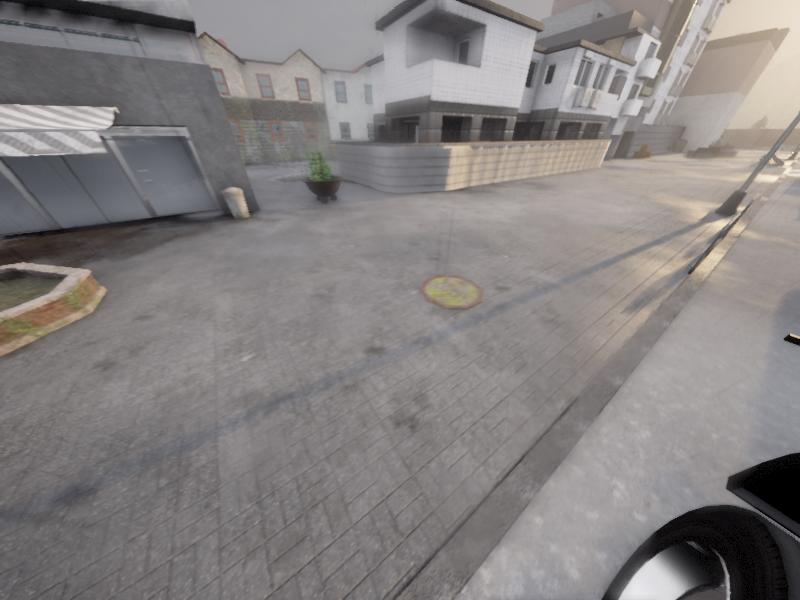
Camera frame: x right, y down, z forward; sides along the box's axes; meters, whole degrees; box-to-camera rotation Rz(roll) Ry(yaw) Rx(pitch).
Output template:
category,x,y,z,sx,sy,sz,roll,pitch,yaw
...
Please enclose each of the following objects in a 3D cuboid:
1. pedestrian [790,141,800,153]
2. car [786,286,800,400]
category,x,y,z,sx,sy,sz,roll,pitch,yaw
pedestrian,55.357,-21.265,31.746,0.751,1.860,0.751,-3,35,-4
car,6.600,0.145,2.521,4.718,1.301,1.895,-22,40,-27
